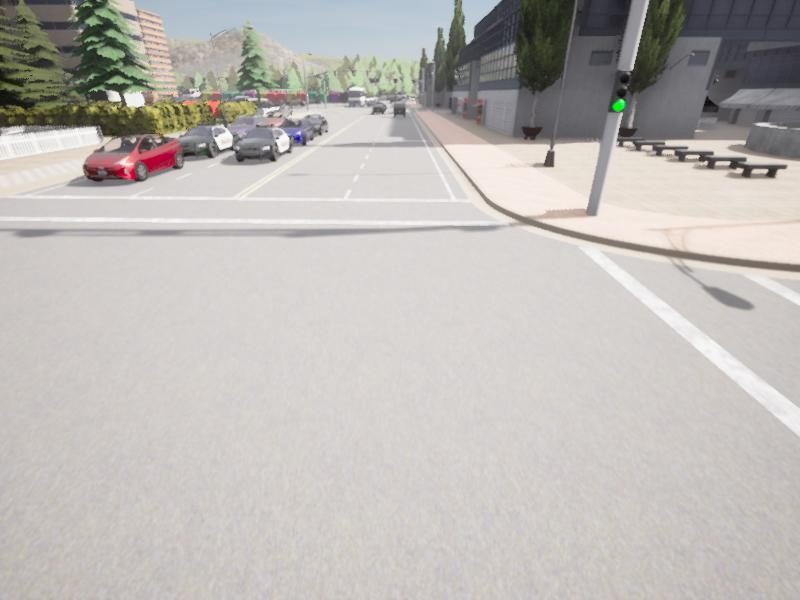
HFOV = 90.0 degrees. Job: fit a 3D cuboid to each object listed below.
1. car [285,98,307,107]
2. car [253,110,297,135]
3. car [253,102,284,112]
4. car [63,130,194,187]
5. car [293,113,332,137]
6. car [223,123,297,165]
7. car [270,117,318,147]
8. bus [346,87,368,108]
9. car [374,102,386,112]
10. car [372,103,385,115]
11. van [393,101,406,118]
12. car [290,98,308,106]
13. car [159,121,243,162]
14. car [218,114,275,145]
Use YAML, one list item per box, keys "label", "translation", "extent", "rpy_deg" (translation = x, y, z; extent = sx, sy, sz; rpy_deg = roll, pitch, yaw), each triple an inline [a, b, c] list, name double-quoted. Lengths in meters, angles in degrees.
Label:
- label: "car"
  translation: [-25.021, -47.771, 96.557]
  extent: [4.605, 1.855, 1.932]
  rpy_deg: [0, 27, 0]
- label: "car"
  translation: [-10.522, -15.175, 34.089]
  extent: [2.242, 1.667, 4.611]
  rpy_deg: [0, 27, 0]
- label: "car"
  translation: [-24.570, -36.180, 74.916]
  extent: [4.902, 1.511, 2.128]
  rpy_deg: [0, 27, 0]
- label: "car"
  translation: [-10.573, -5.834, 16.147]
  extent: [2.007, 1.525, 4.514]
  rpy_deg: [1, 27, 1]
- label: "car"
  translation: [-7.020, -14.313, 32.621]
  extent: [2.128, 1.511, 4.902]
  rpy_deg: [0, 27, 0]
- label: "car"
  translation: [-7.013, -8.196, 20.749]
  extent: [2.038, 1.542, 4.974]
  rpy_deg: [0, 27, 0]
- label: "car"
  translation: [-7.016, -11.397, 26.956]
  extent: [2.007, 1.525, 4.514]
  rpy_deg: [0, 27, 0]
- label: "bus"
  translation: [-10.521, -50.320, 99.356]
  extent: [3.944, 4.253, 10.273]
  rpy_deg: [1, 27, 1]
- label: "car"
  translation: [-3.624, -36.029, 74.577]
  extent: [2.033, 1.649, 4.856]
  rpy_deg: [0, 27, -1]
- label: "car"
  translation: [-3.545, -31.503, 65.814]
  extent: [1.930, 1.638, 5.238]
  rpy_deg: [0, 27, -1]
- label: "van"
  translation: [-0.032, -27.599, 57.906]
  extent: [1.775, 1.987, 4.442]
  rpy_deg: [0, 27, 0]
- label: "car"
  translation: [-24.966, -49.096, 99.130]
  extent: [3.866, 1.878, 1.905]
  rpy_deg: [0, 27, 0]
- label: "car"
  translation: [-10.514, -8.696, 21.688]
  extent: [2.038, 1.542, 4.974]
  rpy_deg: [0, 27, 0]
- label: "car"
  translation: [-10.516, -11.929, 27.847]
  extent: [2.033, 1.649, 4.856]
  rpy_deg: [0, 27, 0]
